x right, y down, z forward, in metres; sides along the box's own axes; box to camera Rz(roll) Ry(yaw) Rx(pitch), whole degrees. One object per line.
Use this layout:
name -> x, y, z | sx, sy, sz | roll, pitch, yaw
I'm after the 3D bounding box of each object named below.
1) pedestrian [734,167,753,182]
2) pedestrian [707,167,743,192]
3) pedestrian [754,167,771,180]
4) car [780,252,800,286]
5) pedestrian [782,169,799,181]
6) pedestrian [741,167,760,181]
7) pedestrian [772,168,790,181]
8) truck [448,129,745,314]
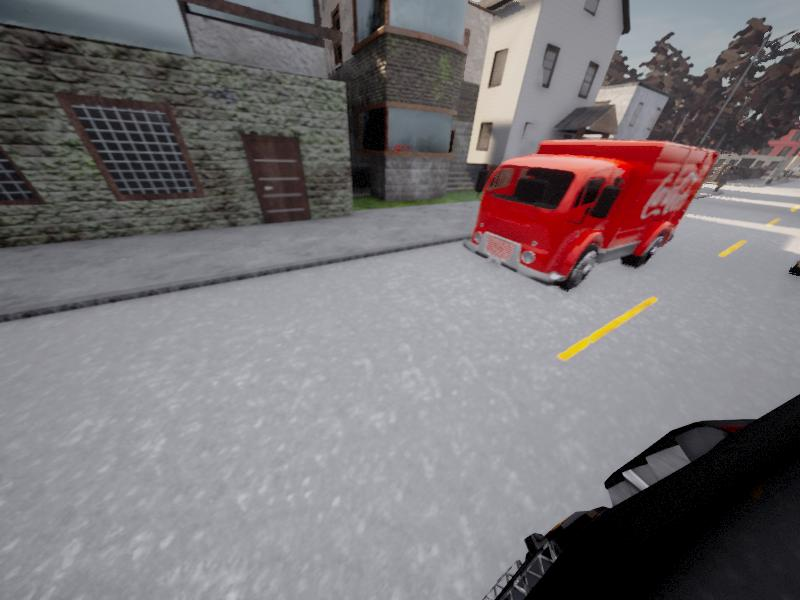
pedestrian -> 50.176, -18.364, 33.753 | 0.751, 1.860, 0.751 | -17, 38, -28
pedestrian -> 27.917, -10.349, 19.861 | 0.751, 1.860, 0.751 | -1, 34, -6
pedestrian -> 64.483, -22.457, 41.063 | 0.751, 1.860, 0.751 | -16, 38, -26
car -> 11.462, -1.233, 5.349 | 5.008, 1.535, 1.882 | -16, 38, -26
pedestrian -> 73.287, -23.474, 43.390 | 0.751, 1.860, 0.751 | -15, 38, -25
pedestrian -> 55.104, -19.785, 36.287 | 0.751, 1.860, 0.751 | -16, 38, -26
pedestrian -> 67.292, -22.153, 40.826 | 0.751, 1.860, 0.751 | -13, 37, -22
truck -> 4.136, -2.085, 5.215 | 5.204, 2.467, 2.627 | -16, 38, -26
